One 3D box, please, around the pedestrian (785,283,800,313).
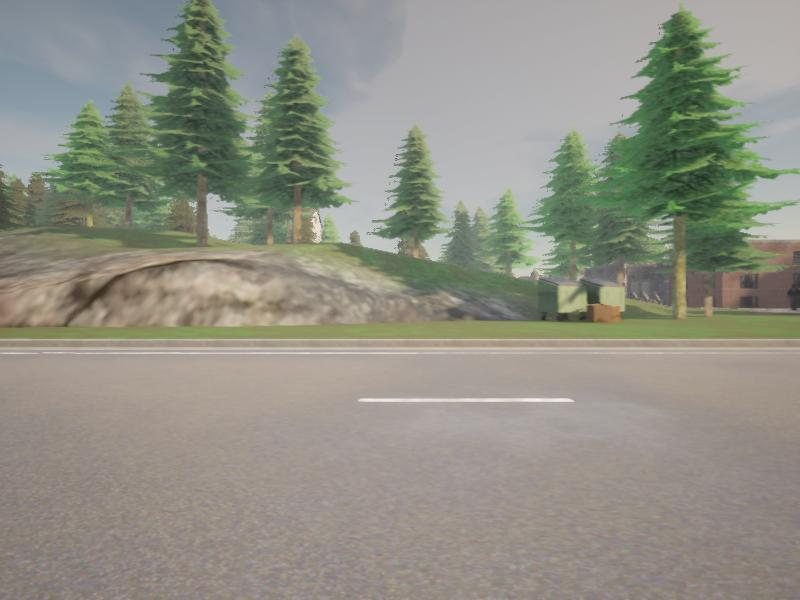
[{"bbox_3d":[24.339,-0.120,24.730,0.751,1.860,0.751,0,0,42],"label":"pedestrian"}]
